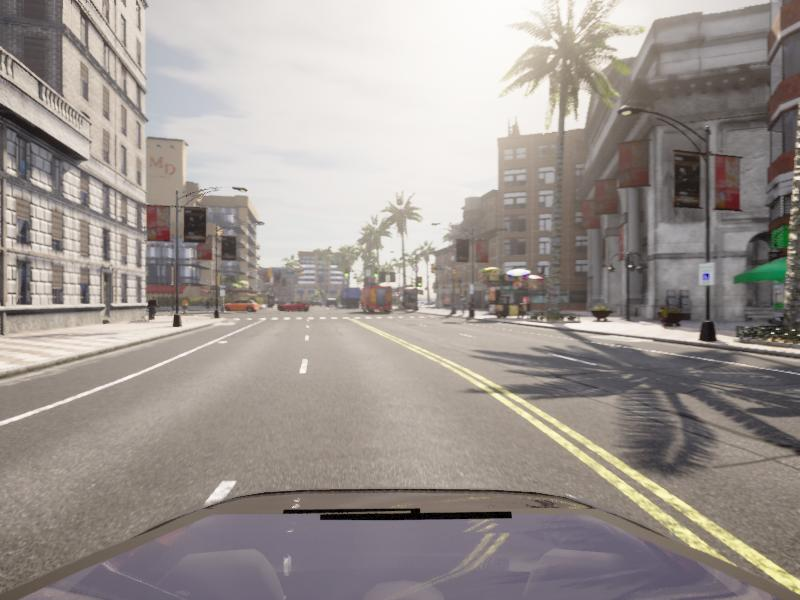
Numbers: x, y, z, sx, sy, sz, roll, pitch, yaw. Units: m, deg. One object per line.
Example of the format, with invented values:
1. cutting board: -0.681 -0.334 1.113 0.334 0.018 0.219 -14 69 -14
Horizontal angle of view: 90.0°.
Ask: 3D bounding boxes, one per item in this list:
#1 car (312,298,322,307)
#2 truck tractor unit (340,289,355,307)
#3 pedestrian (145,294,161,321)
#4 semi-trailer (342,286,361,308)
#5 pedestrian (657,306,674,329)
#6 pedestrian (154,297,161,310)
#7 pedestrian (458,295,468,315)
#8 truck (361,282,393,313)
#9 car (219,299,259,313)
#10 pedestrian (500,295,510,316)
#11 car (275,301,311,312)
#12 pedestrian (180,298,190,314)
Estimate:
1. car: -19.253 0.617 92.433 2.150 2.045 5.566 0 0 -14
2. truck tractor unit: -12.311 -0.484 93.452 3.053 4.208 6.516 0 0 -13
3. pedestrian: -17.412 0.513 28.225 0.751 1.860 0.751 0 0 -13
4. semi-trailer: -10.565 -0.582 85.730 2.717 4.402 14.254 0 0 -13
5. pedestrian: 13.204 0.857 19.909 0.500 1.100 0.500 0 0 -12
6. pedestrian: -36.595 0.544 60.467 0.751 1.860 0.751 0 0 -20
7. pedestrian: 5.880 0.490 37.249 0.751 1.860 0.751 0 0 20
8. truck: -3.264 -0.301 53.494 2.891 3.827 8.468 0 0 -13
9. car: -21.272 0.734 53.017 4.553 1.767 2.097 0 0 -4
10. pedestrian: 9.261 0.486 35.221 0.751 1.860 0.751 0 0 27
11. car: -14.941 0.862 56.041 4.514 1.525 2.007 0 0 19
12. pedestrian: -24.253 0.678 45.108 0.751 1.860 0.751 0 0 -13
